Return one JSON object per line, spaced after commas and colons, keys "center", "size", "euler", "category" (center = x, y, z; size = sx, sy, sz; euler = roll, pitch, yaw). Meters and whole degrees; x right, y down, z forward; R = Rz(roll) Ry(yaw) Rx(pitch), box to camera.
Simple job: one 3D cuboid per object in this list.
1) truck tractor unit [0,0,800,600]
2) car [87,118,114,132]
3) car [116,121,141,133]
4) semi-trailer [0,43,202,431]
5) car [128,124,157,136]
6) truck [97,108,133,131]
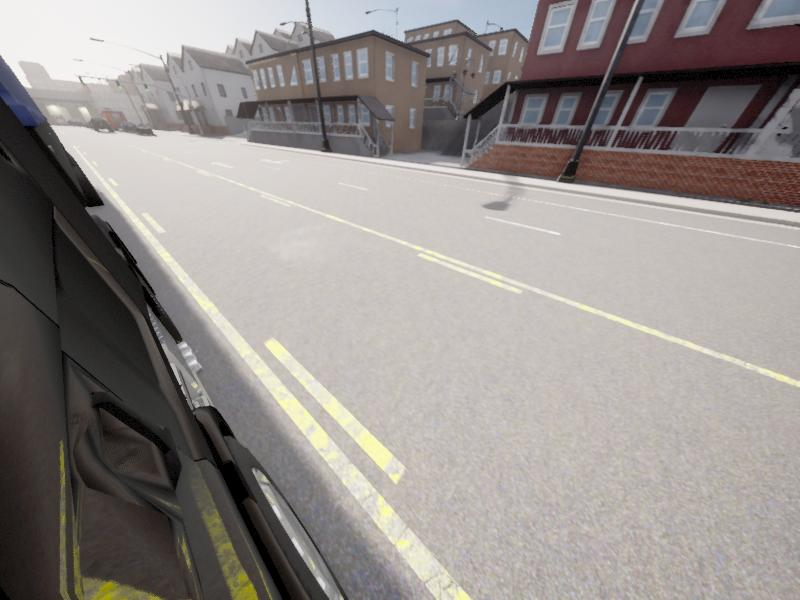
{"center": [-2.645, -0.295, 0.352], "size": [6.516, 4.208, 3.053], "euler": [28, 44, 30], "category": "truck tractor unit"}
{"center": [-57.630, -33.635, 44.410], "size": [5.566, 2.045, 2.150], "euler": [27, 43, 30], "category": "car"}
{"center": [-53.049, -33.848, 45.147], "size": [4.553, 1.767, 2.097], "euler": [28, 43, 30], "category": "car"}
{"center": [-8.709, -3.567, 4.261], "size": [14.254, 4.402, 2.717], "euler": [28, 44, 30], "category": "semi-trailer"}
{"center": [-43.396, -28.635, 38.929], "size": [5.357, 1.411, 2.033], "euler": [27, 43, 29], "category": "car"}
{"center": [-63.072, -39.929, 51.150], "size": [8.468, 3.827, 2.891], "euler": [28, 43, 30], "category": "truck"}
